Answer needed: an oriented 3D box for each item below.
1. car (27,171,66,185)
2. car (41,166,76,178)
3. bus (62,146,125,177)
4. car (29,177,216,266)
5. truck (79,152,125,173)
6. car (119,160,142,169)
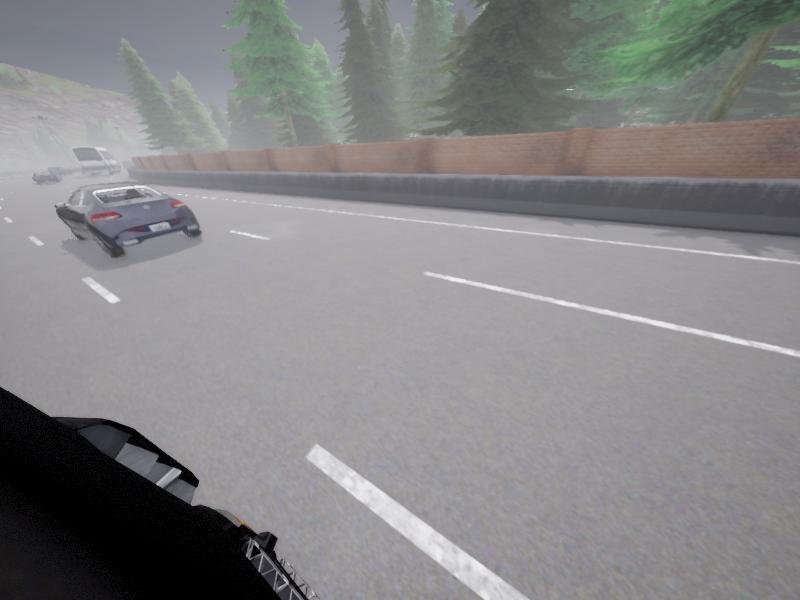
[{"bbox_3d":[-46.257,-16.127,30.366,4.718,1.301,1.895,27,44,37],"label":"car"},{"bbox_3d":[-64.204,-24.261,43.578,2.033,1.649,4.856,-23,39,-28],"label":"car"},{"bbox_3d":[-54.908,-25.203,41.963,3.944,4.253,10.273,-26,40,-31],"label":"bus"},{"bbox_3d":[-8.538,-2.693,7.145,5.027,1.651,2.152,16,38,26],"label":"car"},{"bbox_3d":[-68.539,-31.929,53.450,2.891,3.827,8.468,-20,37,-24],"label":"truck"},{"bbox_3d":[-82.789,-41.844,71.014,2.150,2.045,5.566,-14,35,-17],"label":"car"}]
